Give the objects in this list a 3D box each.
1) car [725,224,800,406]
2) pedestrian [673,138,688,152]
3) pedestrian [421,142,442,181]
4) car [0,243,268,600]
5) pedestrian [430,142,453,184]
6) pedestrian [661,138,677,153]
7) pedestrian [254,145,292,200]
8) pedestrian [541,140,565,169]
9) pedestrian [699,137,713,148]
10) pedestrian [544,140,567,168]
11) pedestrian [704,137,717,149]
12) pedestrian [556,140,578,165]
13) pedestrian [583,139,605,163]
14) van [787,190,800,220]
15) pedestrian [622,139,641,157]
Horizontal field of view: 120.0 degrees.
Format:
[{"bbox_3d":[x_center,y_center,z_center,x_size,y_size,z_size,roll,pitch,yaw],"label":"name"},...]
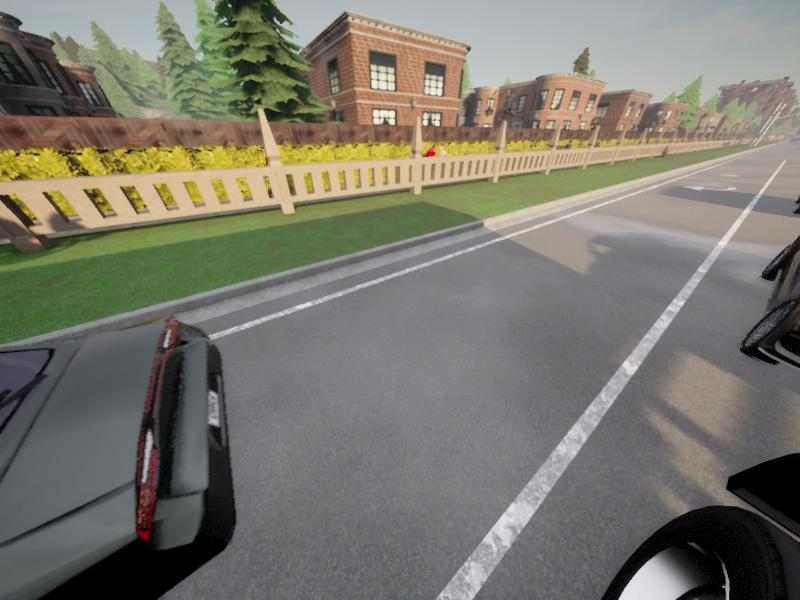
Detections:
[{"bbox_3d":[6.485,-0.146,2.693,5.027,1.651,2.152,-22,41,-28],"label":"car"},{"bbox_3d":[46.034,-25.492,37.943,0.751,1.860,0.751,-22,41,-28],"label":"pedestrian"},{"bbox_3d":[1.783,-7.995,13.347,0.751,1.860,0.751,-23,41,-28],"label":"pedestrian"},{"bbox_3d":[-3.456,1.466,0.531,4.974,1.542,2.038,-22,41,-28],"label":"car"},{"bbox_3d":[2.215,-7.365,12.450,0.751,1.860,0.751,-23,41,-28],"label":"pedestrian"},{"bbox_3d":[41.226,-23.715,35.440,0.751,1.860,0.751,-22,41,-28],"label":"pedestrian"},{"bbox_3d":[-5.081,-5.127,9.315,0.751,1.860,0.751,-23,41,-28],"label":"pedestrian"},{"bbox_3d":[11.866,-11.268,17.936,0.751,1.860,0.751,-21,40,-27],"label":"pedestrian"},{"bbox_3d":[63.187,-32.434,47.701,0.751,1.860,0.751,-14,37,-18],"label":"pedestrian"},{"bbox_3d":[12.721,-11.996,18.965,0.751,1.860,0.751,-20,40,-26],"label":"pedestrian"},{"bbox_3d":[63.695,-32.191,47.353,0.751,1.860,0.751,-22,41,-28],"label":"pedestrian"},{"bbox_3d":[15.003,-13.293,20.792,0.751,1.860,0.751,-15,38,-20],"label":"pedestrian"},{"bbox_3d":[18.780,-14.429,22.384,0.751,1.860,0.751,-23,41,-29],"label":"pedestrian"},{"bbox_3d":[15.303,-3.886,7.625,4.442,1.987,1.775,-22,41,-28],"label":"van"},{"bbox_3d":[27.921,-18.322,27.859,0.751,1.860,0.751,-23,41,-28],"label":"pedestrian"}]
